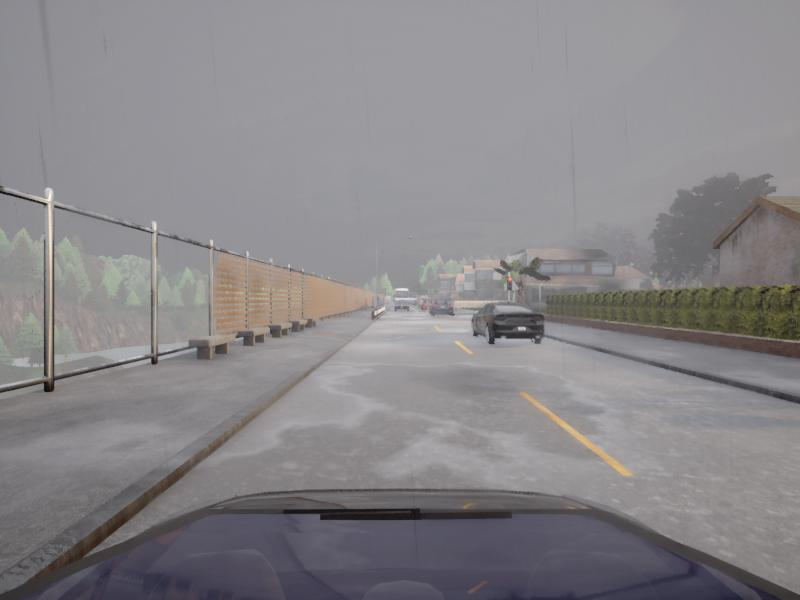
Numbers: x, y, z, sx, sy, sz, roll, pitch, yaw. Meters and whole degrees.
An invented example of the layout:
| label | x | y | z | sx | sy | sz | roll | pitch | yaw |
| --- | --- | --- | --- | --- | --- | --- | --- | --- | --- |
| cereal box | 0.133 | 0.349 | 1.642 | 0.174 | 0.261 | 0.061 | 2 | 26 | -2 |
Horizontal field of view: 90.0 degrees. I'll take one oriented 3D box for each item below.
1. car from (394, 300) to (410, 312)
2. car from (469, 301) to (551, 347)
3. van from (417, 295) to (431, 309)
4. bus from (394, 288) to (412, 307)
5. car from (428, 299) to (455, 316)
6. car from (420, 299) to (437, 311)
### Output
| label | x | y | z | sx | sy | sz | roll | pitch | yaw |
| --- | --- | --- | --- | --- | --- | --- | --- | --- | --- |
| car | 0.314 | 0.781 | 57.989 | 2.152 | 1.651 | 5.027 | 0 | 0 | 2 |
| car | 4.085 | 0.823 | 15.820 | 1.882 | 1.535 | 5.008 | 0 | 0 | 0 |
| van | 4.387 | 0.373 | 74.982 | 2.351 | 2.431 | 6.366 | 0 | 0 | 0 |
| bus | 0.593 | -0.539 | 92.112 | 3.944 | 4.253 | 10.273 | 0 | 0 | 0 |
| car | 4.214 | 0.756 | 41.272 | 2.242 | 1.667 | 4.611 | 0 | 0 | 0 |
| car | 4.315 | 0.756 | 61.373 | 2.242 | 1.667 | 4.611 | 0 | 0 | 0 |
